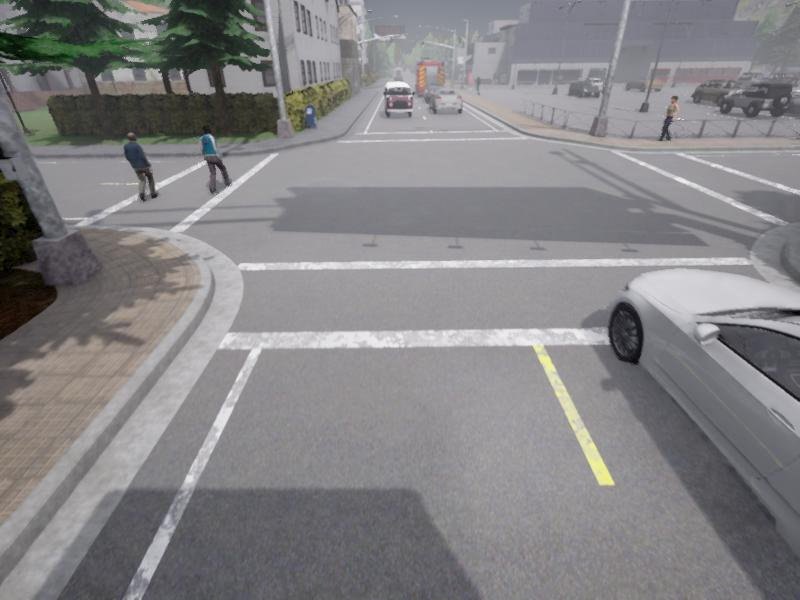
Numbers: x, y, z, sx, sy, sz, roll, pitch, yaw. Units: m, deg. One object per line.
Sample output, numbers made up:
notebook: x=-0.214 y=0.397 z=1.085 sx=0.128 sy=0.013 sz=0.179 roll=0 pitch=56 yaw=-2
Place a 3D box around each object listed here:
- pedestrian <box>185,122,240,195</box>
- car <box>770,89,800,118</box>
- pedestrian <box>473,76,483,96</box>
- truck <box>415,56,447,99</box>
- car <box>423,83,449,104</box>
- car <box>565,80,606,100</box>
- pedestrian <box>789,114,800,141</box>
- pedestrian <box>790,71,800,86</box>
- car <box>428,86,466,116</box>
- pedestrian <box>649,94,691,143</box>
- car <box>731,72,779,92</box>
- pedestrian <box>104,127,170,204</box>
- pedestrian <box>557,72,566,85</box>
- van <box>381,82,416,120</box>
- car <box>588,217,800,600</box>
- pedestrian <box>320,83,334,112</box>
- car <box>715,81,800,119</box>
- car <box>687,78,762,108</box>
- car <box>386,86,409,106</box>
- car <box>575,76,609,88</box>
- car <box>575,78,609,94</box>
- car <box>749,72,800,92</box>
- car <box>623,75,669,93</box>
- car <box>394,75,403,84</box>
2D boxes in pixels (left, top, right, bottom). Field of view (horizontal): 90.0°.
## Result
pedestrian: x=-5.318 y=-4.044 z=11.449 sx=0.751 sy=1.860 sz=0.751 roll=4 pitch=31 yaw=9
car: x=25.844 y=-12.142 z=24.842 sx=1.970 sy=1.475 sz=3.806 roll=-1 pitch=30 yaw=0
pedestrian: x=8.432 y=-23.055 z=43.037 sx=0.751 sy=1.860 sz=0.751 roll=-2 pitch=30 yaw=-2
truck: x=3.313 y=-25.369 z=45.496 sx=2.891 sy=3.827 sz=8.468 roll=-1 pitch=30 yaw=0
car: x=3.346 y=-19.921 z=38.461 sx=2.038 sy=1.542 sz=4.974 roll=-1 pitch=31 yaw=0
car: x=18.759 y=-21.452 z=40.771 sx=2.007 sy=1.523 sz=4.514 roll=-1 pitch=30 yaw=0
pedestrian: x=18.038 y=-7.937 z=17.379 sx=0.751 sy=1.860 sz=0.751 roll=0 pitch=30 yaw=1
pedestrian: x=55.479 y=-30.879 z=55.794 sx=0.751 sy=1.860 sz=0.751 roll=-1 pitch=30 yaw=0
car: x=3.409 y=-15.011 z=29.972 sx=2.152 sy=1.651 sz=5.027 roll=-1 pitch=30 yaw=0
pedestrian: x=11.673 y=-7.838 z=17.340 sx=0.751 sy=1.860 sz=0.751 roll=0 pitch=30 yaw=0
car: x=41.588 y=-25.634 z=47.016 sx=1.905 sy=1.878 sz=3.866 roll=-1 pitch=30 yaw=0
pedestrian: x=-7.069 y=-3.645 z=10.857 sx=0.751 sy=1.860 sz=0.751 roll=-1 pitch=30 yaw=-1
pedestrian: x=26.810 y=-36.801 z=66.498 sx=0.751 sy=1.860 sz=0.751 roll=-4 pitch=30 yaw=-5
van: x=-0.170 y=-13.893 z=27.721 sx=2.069 sy=2.038 sz=4.480 roll=-3 pitch=30 yaw=-4
car: x=3.480 y=0.835 z=3.068 sx=1.812 sy=1.442 sz=4.674 roll=-1 pitch=30 yaw=0
pedestrian: x=-5.284 y=-14.697 z=29.058 sx=0.751 sy=1.860 sz=0.751 roll=-1 pitch=30 yaw=-1
car: x=22.513 y=-12.657 z=25.227 sx=1.905 sy=1.878 sz=3.866 roll=-1 pitch=30 yaw=0
car: x=25.755 y=-16.651 z=32.027 sx=1.932 sy=1.855 sz=4.605 roll=-1 pitch=30 yaw=0
car: x=-0.162 y=-18.856 z=36.867 sx=1.994 sy=1.385 sz=4.181 roll=0 pitch=30 yaw=1
car: x=29.939 y=-34.057 z=62.476 sx=4.193 sy=1.474 sz=1.816 roll=-1 pitch=30 yaw=0
car: x=22.381 y=-25.111 z=46.821 sx=1.970 sy=1.475 sz=3.806 roll=-1 pitch=30 yaw=0
car: x=44.491 y=-25.859 z=47.382 sx=1.932 sy=1.855 sz=4.605 roll=-1 pitch=30 yaw=0
car: x=28.795 y=-25.418 z=47.059 sx=2.152 sy=1.636 sz=5.027 roll=-1 pitch=30 yaw=0
car: x=-0.290 y=-42.988 z=77.977 sx=1.837 sy=1.490 sz=4.892 roll=-1 pitch=30 yaw=0
